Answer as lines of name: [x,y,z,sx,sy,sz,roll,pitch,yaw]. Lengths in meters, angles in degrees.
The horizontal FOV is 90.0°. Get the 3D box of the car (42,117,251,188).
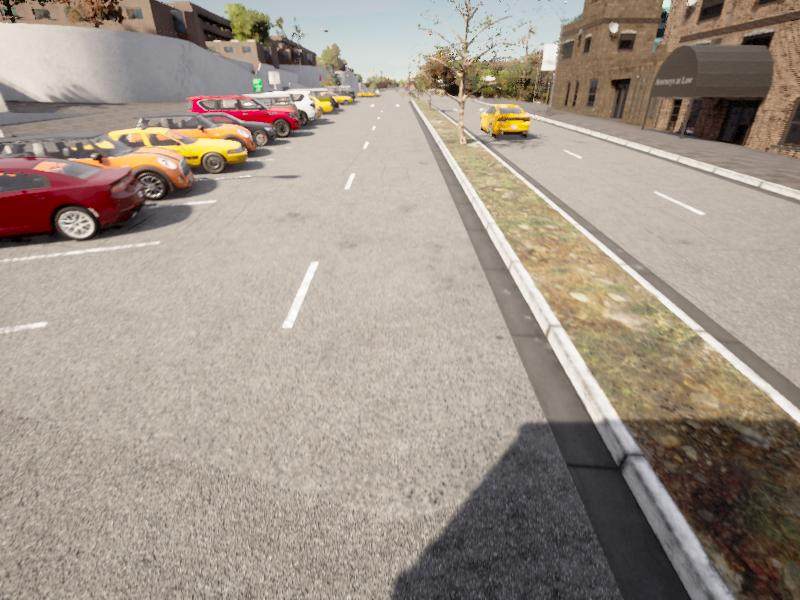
car: [-7.983,-5.022,13.346,5.366,1.575,1.946,-11,31,-17]

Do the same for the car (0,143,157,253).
car: [-8.117,-2.036,8.115,5.008,1.535,2.097,-11,32,-17]

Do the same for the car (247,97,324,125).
car: [-8.253,-13.695,28.877,5.008,1.535,2.097,-11,30,-17]

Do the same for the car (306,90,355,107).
car: [-8.182,-23.770,47.204,5.366,1.575,1.946,-11,30,-17]

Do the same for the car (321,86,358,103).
car: [-8.295,-28.254,54.908,4.442,1.987,1.878,-11,30,-17]

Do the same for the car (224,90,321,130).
car: [-8.260,-12.470,26.136,5.566,2.045,2.435,-11,31,-17]

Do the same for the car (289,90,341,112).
car: [-8.341,-19.538,39.248,4.553,1.767,2.185,-11,30,-17]

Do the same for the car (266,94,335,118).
car: [-8.451,-16.532,34.034,5.366,1.575,1.946,-11,31,-17]

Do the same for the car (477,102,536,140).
car: [5.752,-10.048,22.262,1.882,1.535,5.008,0,29,0]

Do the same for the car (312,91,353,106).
car: [-8.373,-25.132,49.779,4.674,1.452,2.002,-11,30,-17]

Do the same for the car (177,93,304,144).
car: [-8.180,-9.589,20.959,5.566,2.045,2.435,-11,30,-17]

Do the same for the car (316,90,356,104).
car: [-8.381,-26.564,52.386,4.674,1.452,2.002,-11,31,-17]

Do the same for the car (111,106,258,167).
car: [-8.202,-6.551,15.808,4.553,1.767,2.185,-11,31,-17]

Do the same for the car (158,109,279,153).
car: [-8.189,-7.872,18.490,4.674,1.452,2.002,-11,31,-17]

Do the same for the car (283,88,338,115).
car: [-8.190,-18.219,36.635,4.442,1.987,1.878,-11,30,-17]

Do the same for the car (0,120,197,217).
car: [-8.173,-3.616,10.630,4.553,1.767,2.185,-11,31,-17]

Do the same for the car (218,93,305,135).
car: [-8.112,-11.030,23.594,4.442,1.987,1.878,-11,30,-17]
